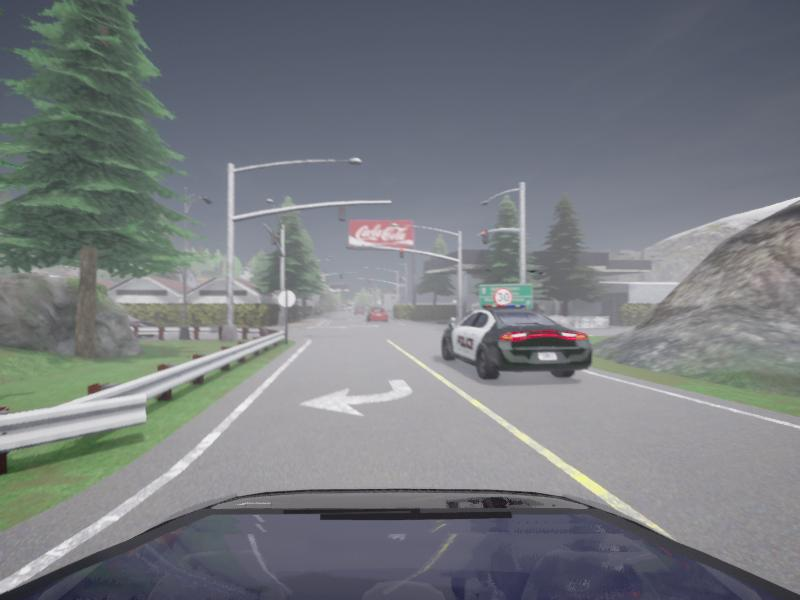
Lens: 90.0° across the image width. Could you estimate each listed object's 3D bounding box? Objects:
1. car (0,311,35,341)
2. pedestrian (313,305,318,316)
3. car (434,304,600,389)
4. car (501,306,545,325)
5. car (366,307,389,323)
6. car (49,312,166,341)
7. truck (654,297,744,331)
[{"bbox_3d":[-23.051,1.383,21.402,5.008,1.535,1.882,0,-1,-8],"label":"car"},{"bbox_3d":[-14.525,1.872,68.433,0.751,1.860,0.751,0,-1,-20],"label":"pedestrian"},{"bbox_3d":[2.407,0.904,9.878,2.038,1.542,4.974,0,-1,-8],"label":"car"},{"bbox_3d":[12.493,1.580,40.835,3.866,1.878,1.905,0,-1,-8],"label":"car"},{"bbox_3d":[-2.615,1.694,45.435,2.242,1.667,4.611,2,-2,-8],"label":"car"},{"bbox_3d":[-16.118,1.420,22.330,4.792,1.488,2.163,0,-1,-8],"label":"car"},{"bbox_3d":[23.188,1.050,31.155,5.204,2.467,2.627,0,-1,-8],"label":"truck"}]
